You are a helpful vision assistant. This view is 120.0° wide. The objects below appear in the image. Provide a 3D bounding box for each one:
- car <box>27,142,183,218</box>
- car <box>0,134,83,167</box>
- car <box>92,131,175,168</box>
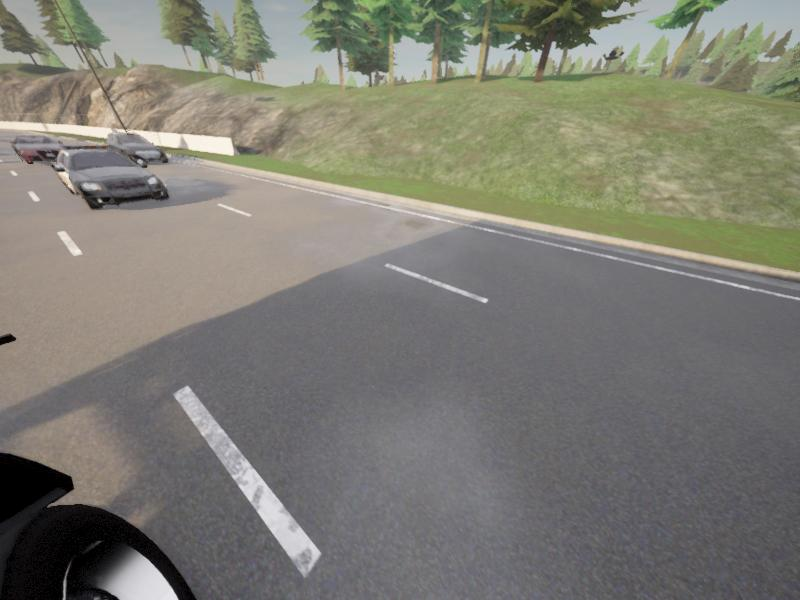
[{"bbox_3d":[-10.044,-4.312,7.870,4.974,1.542,2.038,24,41,26],"label":"car"},{"bbox_3d":[-21.929,-9.231,14.138,4.181,1.385,1.994,22,41,25],"label":"car"},{"bbox_3d":[-17.392,-9.930,15.098,4.856,1.649,2.033,22,41,25],"label":"car"}]
